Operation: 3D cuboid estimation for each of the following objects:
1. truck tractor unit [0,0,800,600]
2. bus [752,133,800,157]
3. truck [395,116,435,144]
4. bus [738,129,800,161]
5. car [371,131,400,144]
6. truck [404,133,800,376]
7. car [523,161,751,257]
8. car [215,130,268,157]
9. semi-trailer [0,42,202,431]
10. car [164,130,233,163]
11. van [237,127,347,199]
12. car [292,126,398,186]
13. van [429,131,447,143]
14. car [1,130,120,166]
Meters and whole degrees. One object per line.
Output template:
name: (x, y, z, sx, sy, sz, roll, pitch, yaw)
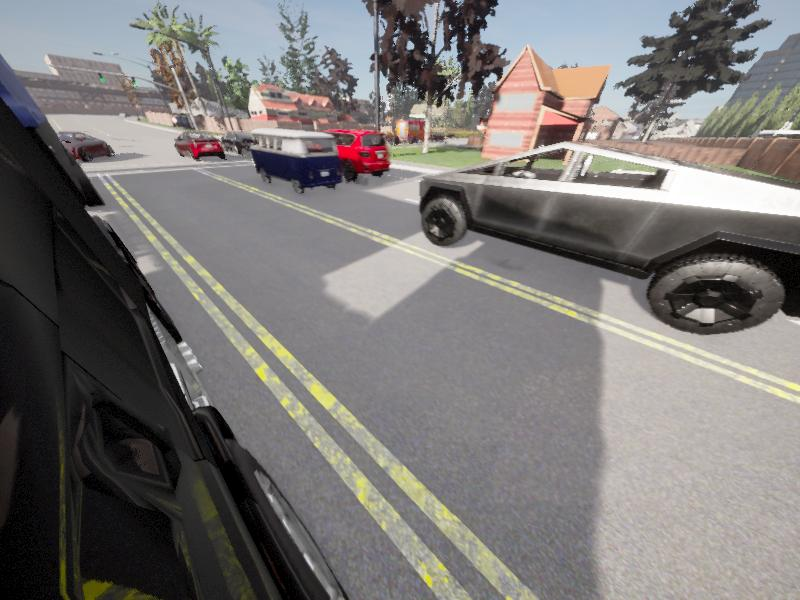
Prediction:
truck tractor unit: (-2.645, -0.295, 0.352, 6.516, 4.208, 3.053, 28, 44, 30)
bus: (92.449, -37.902, 56.275, 3.944, 4.253, 10.273, 27, 43, 30)
truck: (2.957, -32.292, 44.029, 2.891, 3.827, 8.468, 27, 43, 29)
bus: (69.281, -28.973, 43.033, 3.944, 4.253, 10.273, 27, 43, 30)
car: (-2.370, -27.575, 39.225, 2.152, 1.651, 5.027, 27, 43, 29)
truck: (3.297, -1.687, 4.356, 6.274, 2.098, 2.390, 29, 44, 30)
car: (6.009, -2.802, 6.531, 3.806, 1.475, 1.970, 28, 43, 30)
car: (-13.295, -13.130, 19.280, 4.892, 1.490, 1.837, 30, 45, 31)
semi-trailer: (-8.702, -3.581, 4.255, 14.254, 4.402, 2.717, 28, 44, 30)
car: (-13.681, -10.483, 15.674, 4.514, 1.525, 2.007, 28, 44, 30)
van: (-4.429, -5.779, 9.502, 4.442, 1.987, 1.775, 28, 44, 30)
car: (-2.947, -7.736, 12.169, 5.566, 2.045, 2.150, 28, 44, 30)
van: (8.352, -35.625, 50.363, 1.775, 1.987, 4.442, 25, 42, 27)
car: (-18.902, -8.805, 13.246, 1.994, 1.385, 4.181, -13, 39, -19)
